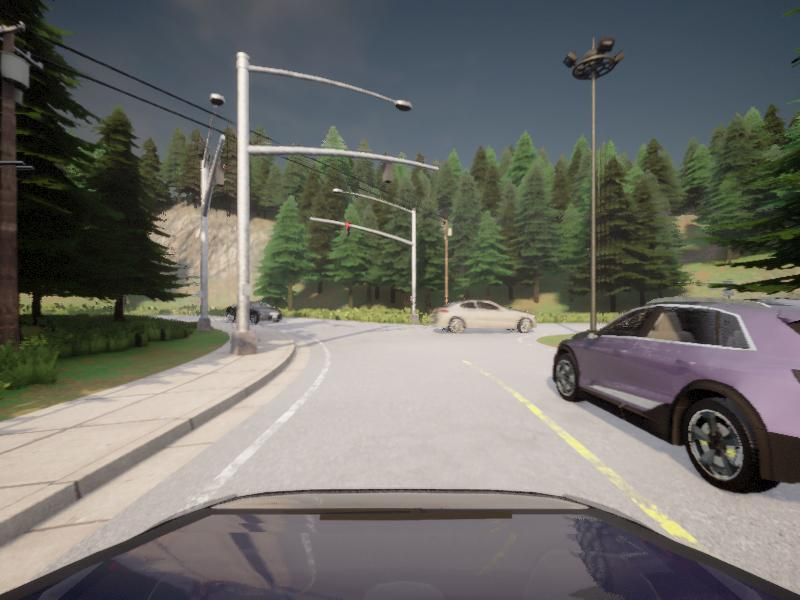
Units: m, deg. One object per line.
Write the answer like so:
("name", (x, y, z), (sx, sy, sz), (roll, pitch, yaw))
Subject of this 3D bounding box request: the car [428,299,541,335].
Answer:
("car", (4.052, 0.795, 19.755), (5.027, 1.651, 2.152), (0, 1, -5))

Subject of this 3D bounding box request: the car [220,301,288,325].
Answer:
("car", (-10.018, 0.828, 27.327), (4.902, 1.511, 2.128), (0, 0, 38))

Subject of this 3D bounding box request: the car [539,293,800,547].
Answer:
("car", (3.569, 0.776, 4.790), (2.033, 1.649, 4.856), (0, 0, -1))
